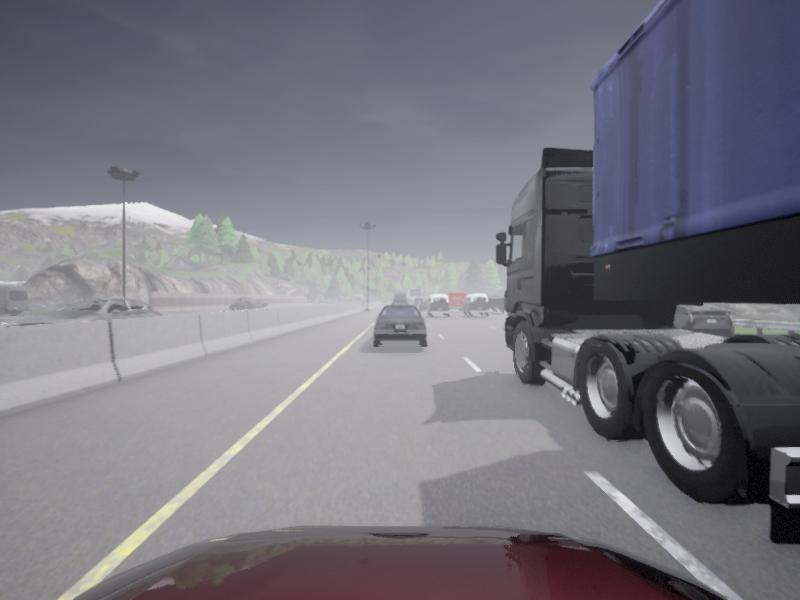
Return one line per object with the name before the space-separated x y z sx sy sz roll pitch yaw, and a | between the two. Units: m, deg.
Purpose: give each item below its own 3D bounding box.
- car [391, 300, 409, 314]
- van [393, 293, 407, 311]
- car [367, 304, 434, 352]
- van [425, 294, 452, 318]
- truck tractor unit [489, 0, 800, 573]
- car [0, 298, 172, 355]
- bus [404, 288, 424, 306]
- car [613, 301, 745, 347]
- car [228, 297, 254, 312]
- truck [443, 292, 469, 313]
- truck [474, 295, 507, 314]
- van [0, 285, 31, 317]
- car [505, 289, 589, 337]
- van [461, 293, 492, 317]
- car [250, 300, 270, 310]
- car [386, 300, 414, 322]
car | 0.004 0.752 45.951 2.038 1.542 4.974 0 0 0
van | 0.007 0.222 59.306 1.988 2.561 5.915 0 0 0
car | 0.004 0.870 14.823 2.033 1.411 5.357 0 0 0
van | 3.502 0.509 37.174 2.069 2.038 4.480 0 0 0
truck tractor unit | 3.500 -0.531 5.583 3.053 4.208 6.516 0 0 0
car | -10.499 0.757 13.984 2.152 1.651 5.027 0 0 0
bus | 3.253 -0.706 99.260 3.944 4.253 10.273 0 0 -4
car | 10.502 0.802 15.611 2.007 1.525 4.514 0 0 0
car | -20.998 0.556 53.106 1.905 1.878 3.866 0 0 0
truck | 7.006 0.272 50.668 2.627 2.467 5.204 0 0 0
truck | 10.502 0.463 46.841 2.390 2.098 6.274 0 0 0
van | -34.822 0.069 33.527 5.915 2.561 1.988 0 0 0
car | 7.009 0.537 19.893 2.150 2.045 5.566 0 0 0
van | 7.001 0.499 37.073 2.069 2.038 4.480 0 -1 0
car | -20.998 0.714 60.041 1.789 1.549 3.705 0 0 0
car | 0.002 0.775 30.948 2.038 1.542 4.974 0 0 0
